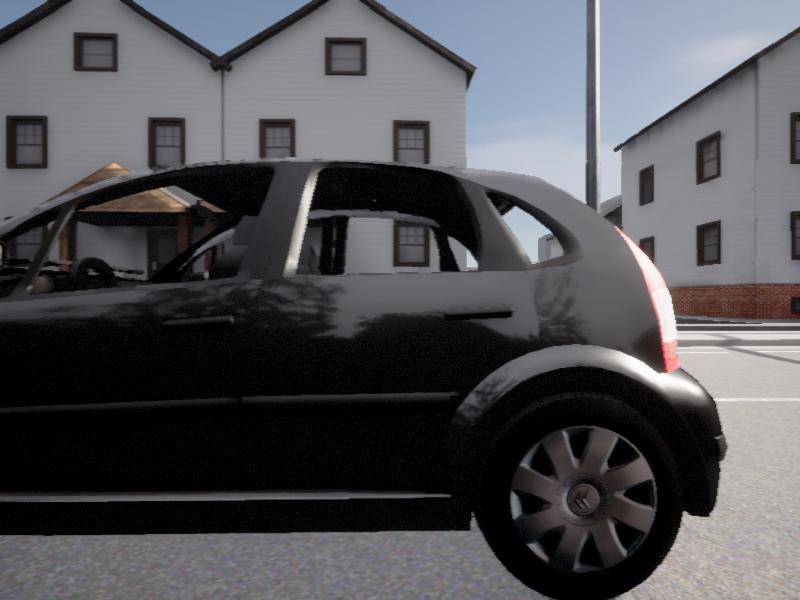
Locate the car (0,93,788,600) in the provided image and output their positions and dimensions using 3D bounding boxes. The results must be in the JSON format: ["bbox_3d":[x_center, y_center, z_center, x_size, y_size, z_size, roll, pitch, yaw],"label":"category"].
[{"bbox_3d":[-0.827,0.192,2.117,3.988,1.617,1.851,0,0,-1],"label":"car"}]
